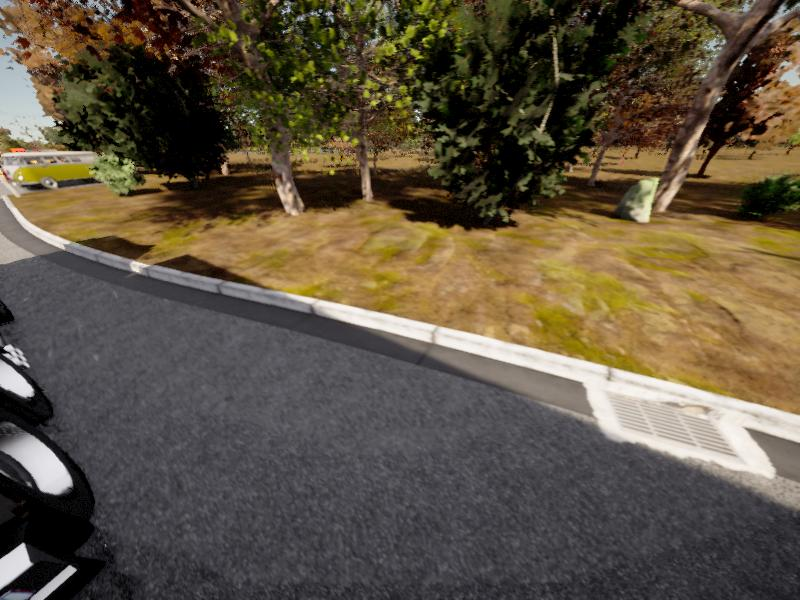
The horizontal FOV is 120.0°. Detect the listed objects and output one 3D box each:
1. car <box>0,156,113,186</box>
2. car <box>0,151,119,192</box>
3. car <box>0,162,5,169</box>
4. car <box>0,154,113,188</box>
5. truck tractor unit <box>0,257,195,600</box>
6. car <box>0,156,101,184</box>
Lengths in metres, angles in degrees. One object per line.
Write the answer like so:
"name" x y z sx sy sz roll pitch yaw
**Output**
"car" -27.855 -10.584 18.719 1.946 1.575 5.366 7 35 13
"car" -23.032 -8.792 15.559 1.878 1.987 4.442 7 35 12
"car" -59.463 -19.846 33.257 3.988 1.617 1.851 24 42 31
"car" -25.469 -9.656 17.073 2.185 1.767 4.553 7 35 13
"truck tractor unit" -5.094 -0.316 0.795 6.516 4.208 3.053 19 39 25
"car" -30.379 -11.297 19.838 1.946 1.575 5.366 8 36 13
